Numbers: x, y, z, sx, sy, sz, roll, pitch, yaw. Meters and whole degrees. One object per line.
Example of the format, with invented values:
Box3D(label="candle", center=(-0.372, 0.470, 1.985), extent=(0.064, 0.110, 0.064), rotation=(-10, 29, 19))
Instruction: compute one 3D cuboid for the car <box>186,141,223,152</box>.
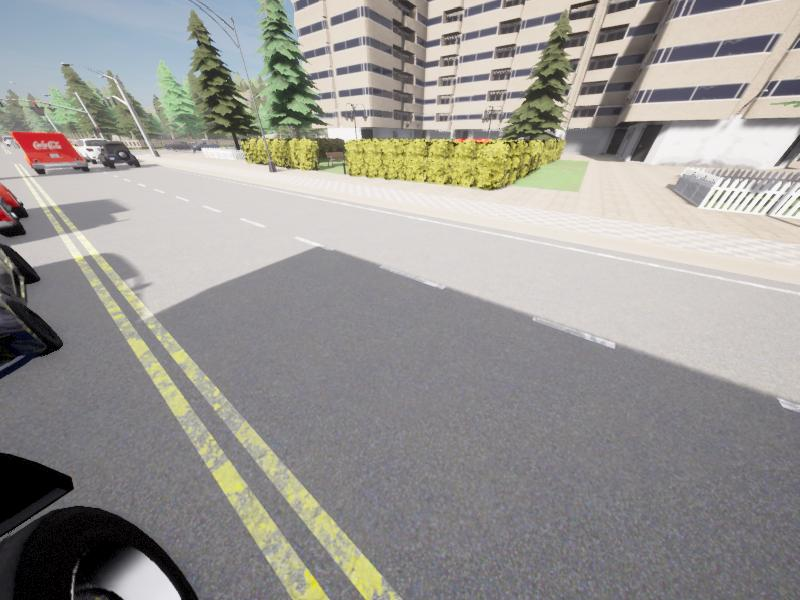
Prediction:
Box3D(label="car", center=(-36.853, -29.106, 43.648), extent=(2.242, 1.667, 4.611), rotation=(22, 41, 28))

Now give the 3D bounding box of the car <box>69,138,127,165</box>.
Box3D(label="car", center=(-30.187, -14.901, 23.086), extent=(5.566, 2.045, 2.150), rotation=(22, 41, 28))

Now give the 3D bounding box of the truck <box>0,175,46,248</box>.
Box3D(label="truck", center=(-12.234, -2.845, 5.725), extent=(5.204, 2.467, 2.627), rotation=(22, 41, 28))

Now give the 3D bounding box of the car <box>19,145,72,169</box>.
Box3D(label="car", center=(-30.973, -12.551, 20.191), extent=(3.633, 1.501, 1.845), rotation=(22, 41, 28))

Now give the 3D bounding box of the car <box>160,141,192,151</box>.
Box3D(label="car", center=(-41.664, -28.698, 43.008), extent=(1.845, 1.501, 3.633), rotation=(22, 41, 28))

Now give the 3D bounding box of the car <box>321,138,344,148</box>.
Box3D(label="car", center=(-17.715, -41.436, 60.850), extent=(2.150, 2.045, 5.566), rotation=(22, 41, 28))

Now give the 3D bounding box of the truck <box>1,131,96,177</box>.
Box3D(label="truck", center=(-25.639, -10.767, 16.879), extent=(5.204, 2.467, 2.627), rotation=(22, 41, 28))

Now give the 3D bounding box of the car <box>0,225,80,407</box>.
Box3D(label="car", center=(-6.276, -0.083, 2.549), extent=(4.611, 1.667, 2.242), rotation=(22, 41, 28))

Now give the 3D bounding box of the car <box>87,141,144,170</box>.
Box3D(label="car", center=(-24.390, -12.480, 19.823), extent=(3.866, 1.878, 1.905), rotation=(22, 41, 28))
